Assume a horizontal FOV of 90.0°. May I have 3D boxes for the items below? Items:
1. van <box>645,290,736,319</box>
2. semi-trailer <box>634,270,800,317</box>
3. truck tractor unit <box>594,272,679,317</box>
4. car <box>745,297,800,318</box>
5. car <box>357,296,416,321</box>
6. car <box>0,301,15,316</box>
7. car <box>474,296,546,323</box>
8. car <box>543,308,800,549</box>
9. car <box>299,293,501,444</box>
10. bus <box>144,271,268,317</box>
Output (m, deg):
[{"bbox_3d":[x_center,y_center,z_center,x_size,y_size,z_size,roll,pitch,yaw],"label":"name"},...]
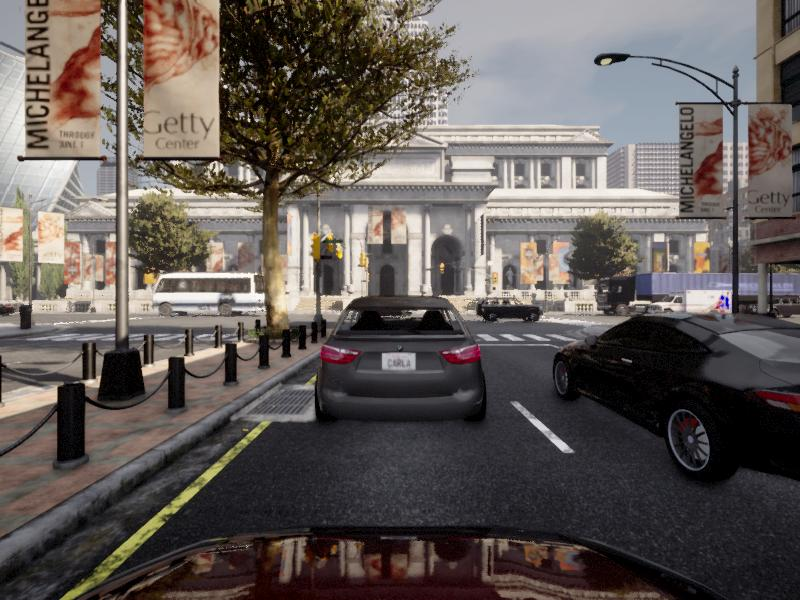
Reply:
[{"bbox_3d":[25.704,0.378,35.601,6.366,2.431,2.351,0,0,0],"label":"van"},{"bbox_3d":[30.863,-0.619,39.161,14.254,4.402,2.717,0,0,0],"label":"semi-trailer"},{"bbox_3d":[22.945,-0.500,39.125,6.516,4.208,3.053,0,0,0],"label":"truck tractor unit"},{"bbox_3d":[33.812,0.652,35.536,4.605,1.855,1.932,0,0,0],"label":"car"},{"bbox_3d":[-1.080,0.656,32.295,4.605,1.855,1.932,-1,0,0],"label":"car"},{"bbox_3d":[-41.524,0.829,39.555,4.974,1.542,2.038,0,0,0],"label":"car"},{"bbox_3d":[7.806,0.652,28.729,4.605,1.855,1.932,0,0,0],"label":"car"},{"bbox_3d":[3.472,0.870,4.859,1.812,1.442,4.674,0,0,0],"label":"car"},{"bbox_3d":[0.019,0.756,6.742,2.242,1.667,4.611,0,0,0],"label":"car"},{"bbox_3d":[-18.755,-0.534,39.306,10.273,4.253,3.944,0,0,0],"label":"bus"}]
